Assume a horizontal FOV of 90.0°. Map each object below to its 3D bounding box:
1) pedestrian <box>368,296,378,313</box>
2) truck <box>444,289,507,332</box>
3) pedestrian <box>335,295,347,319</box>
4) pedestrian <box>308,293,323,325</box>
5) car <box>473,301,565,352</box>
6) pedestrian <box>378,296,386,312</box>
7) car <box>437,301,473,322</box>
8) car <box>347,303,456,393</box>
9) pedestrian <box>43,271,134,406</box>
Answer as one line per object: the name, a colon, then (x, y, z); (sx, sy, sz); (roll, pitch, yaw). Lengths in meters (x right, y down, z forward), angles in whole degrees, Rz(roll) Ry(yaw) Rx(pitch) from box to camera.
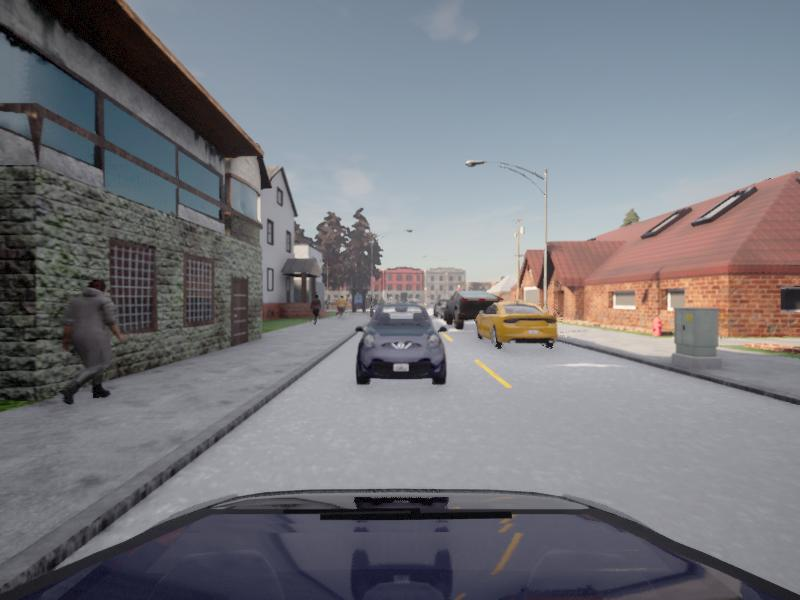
pedestrian: (-3.001, 0.493, 44.134); (0.751, 1.860, 0.751); (0, 0, 36)
truck: (4.062, 0.526, 22.776); (2.390, 2.098, 6.274); (0, 0, 0)
pedestrian: (-4.568, 0.511, 31.247); (0.751, 1.860, 0.751); (0, 0, 8)
pedestrian: (-4.966, 0.516, 23.580); (0.751, 1.860, 0.751); (0, 0, 1)
car: (4.043, 0.812, 14.587); (1.882, 1.535, 5.008); (0, 0, 0)
pedestrian: (-2.078, 0.492, 46.544); (0.751, 1.860, 0.751); (0, 0, 7)
car: (4.075, 0.814, 30.512); (2.128, 1.511, 4.902); (0, 0, 0)
car: (0.025, 0.820, 8.612); (1.845, 1.501, 3.633); (0, 0, 0)
pedestrian: (-4.568, 0.529, 5.908); (0.751, 1.860, 0.751); (0, 0, 9)
